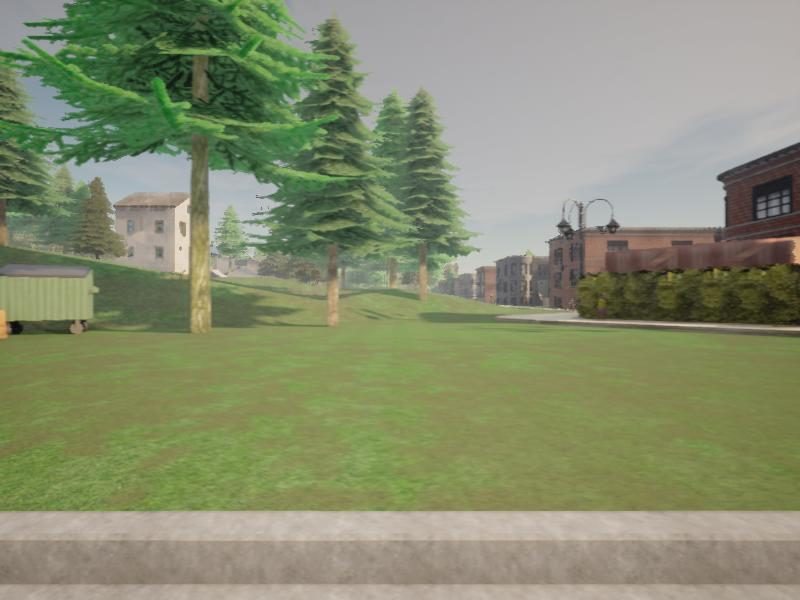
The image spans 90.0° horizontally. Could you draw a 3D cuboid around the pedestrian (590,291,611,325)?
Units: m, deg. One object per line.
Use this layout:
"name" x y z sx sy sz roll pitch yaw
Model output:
"pedestrian" 6.772 0.265 13.519 0.500 1.100 0.500 0 0 -42
